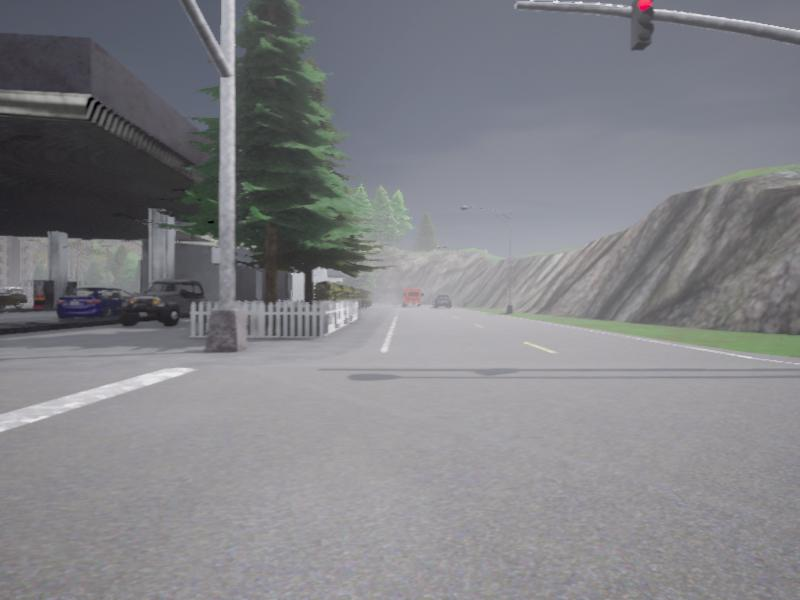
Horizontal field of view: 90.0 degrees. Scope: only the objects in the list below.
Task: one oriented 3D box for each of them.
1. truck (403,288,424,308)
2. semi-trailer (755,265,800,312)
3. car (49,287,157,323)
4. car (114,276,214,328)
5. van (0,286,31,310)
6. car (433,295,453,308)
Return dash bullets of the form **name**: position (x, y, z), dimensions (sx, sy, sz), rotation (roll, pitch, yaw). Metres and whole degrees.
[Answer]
- **truck**: position (1.720, -0.277, 54.245), dimensions (2.627, 2.467, 5.204), rotation (0, 0, -1)
- **semi-trailer**: position (38.494, -1.043, 34.697), dimensions (2.717, 4.402, 14.254), rotation (0, 0, 0)
- **car**: position (-15.192, 0.207, 20.874), dimensions (2.242, 1.667, 4.611), rotation (0, 0, 0)
- **car**: position (-9.519, 0.074, 16.550), dimensions (1.905, 1.878, 3.866), rotation (0, 0, 0)
- **van**: position (-35.865, -0.175, 35.515), dimensions (2.069, 2.038, 4.480), rotation (0, 1, 0)
- **car**: position (5.280, 0.170, 50.100), dimensions (2.033, 1.649, 4.856), rotation (0, 0, 0)
